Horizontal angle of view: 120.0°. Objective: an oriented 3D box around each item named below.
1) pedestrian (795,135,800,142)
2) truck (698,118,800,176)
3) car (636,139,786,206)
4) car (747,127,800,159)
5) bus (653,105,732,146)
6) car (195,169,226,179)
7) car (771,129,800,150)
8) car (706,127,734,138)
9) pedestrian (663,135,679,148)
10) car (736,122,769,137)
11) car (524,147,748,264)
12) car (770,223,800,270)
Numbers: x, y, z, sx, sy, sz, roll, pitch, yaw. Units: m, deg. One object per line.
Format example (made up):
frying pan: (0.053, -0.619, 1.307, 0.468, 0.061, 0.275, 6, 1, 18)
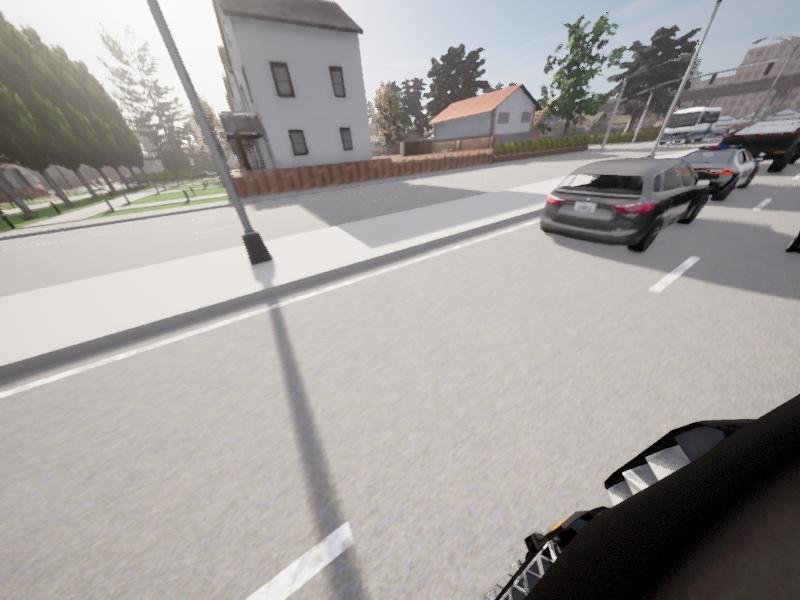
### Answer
pedestrian: (40.711, -16.827, 22.905, 0.751, 1.860, 0.751, -21, 36, -23)
truck: (19.014, -8.060, 12.051, 6.274, 2.098, 2.390, -22, 36, -24)
car: (11.599, -4.885, 8.648, 4.974, 1.542, 2.038, -22, 36, -24)
car: (26.507, -10.775, 15.777, 4.974, 1.542, 2.038, -21, 36, -24)
bus: (43.552, -25.951, 34.450, 10.273, 4.253, 3.944, -22, 36, -24)
car: (-43.905, -29.392, 53.672, 2.038, 1.542, 4.974, 9, 35, 21)
car: (33.281, -13.349, 19.080, 4.718, 1.301, 1.895, -22, 36, -24)
car: (59.638, -31.147, 42.992, 4.181, 1.385, 1.994, -22, 36, -24)
pedestrian: (35.251, -20.664, 30.056, 0.751, 1.300, 0.751, -19, 36, -21)
car: (61.551, -29.839, 40.358, 4.553, 1.767, 2.097, -22, 36, -24)
car: (5.810, -2.658, 5.843, 4.611, 1.667, 2.242, -22, 36, -24)
car: (9.134, -1.574, 4.080, 4.718, 1.301, 1.895, -22, 36, -24)
